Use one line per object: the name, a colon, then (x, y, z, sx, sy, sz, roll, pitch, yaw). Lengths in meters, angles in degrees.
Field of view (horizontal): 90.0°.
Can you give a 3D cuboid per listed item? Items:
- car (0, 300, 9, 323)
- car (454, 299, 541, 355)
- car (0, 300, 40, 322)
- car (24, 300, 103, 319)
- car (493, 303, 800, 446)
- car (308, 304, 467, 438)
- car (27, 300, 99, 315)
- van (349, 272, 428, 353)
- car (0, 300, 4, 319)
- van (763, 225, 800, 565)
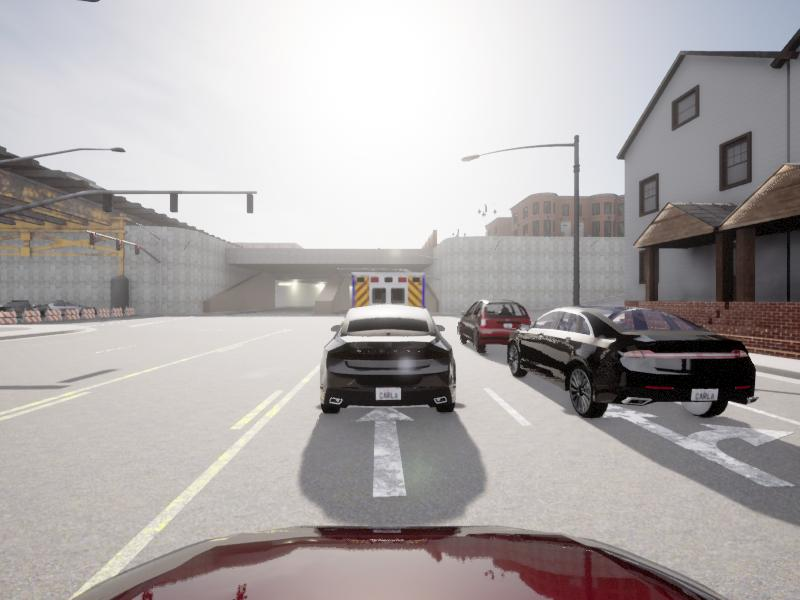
car: (-28.966, 0.796, 26.003, 2.038, 1.542, 4.974, 0, 0, 42)
car: (3.100, 0.789, 13.587, 1.851, 1.617, 3.988, 0, 0, -2)
car: (-29.116, 0.796, 30.609, 2.038, 1.542, 4.974, 0, 0, -38)
car: (-30.069, 0.796, 35.949, 2.038, 1.542, 4.974, 0, 0, 27)
car: (3.293, 0.836, 6.852, 2.128, 1.511, 4.902, 0, 0, -2)
car: (-0.209, 0.844, 7.073, 1.837, 1.490, 4.892, 0, 0, -2)
car: (-30.092, 0.638, 35.903, 1.853, 1.218, 4.536, 0, 0, 27)
van: (-0.448, 0.378, 15.166, 2.351, 2.431, 6.366, 0, 0, -2)
car: (-29.000, 0.638, 25.964, 1.853, 1.218, 4.536, 0, 0, 42)
van: (3.492, 0.572, 0.423, 2.069, 2.038, 4.480, 0, 0, -2)
